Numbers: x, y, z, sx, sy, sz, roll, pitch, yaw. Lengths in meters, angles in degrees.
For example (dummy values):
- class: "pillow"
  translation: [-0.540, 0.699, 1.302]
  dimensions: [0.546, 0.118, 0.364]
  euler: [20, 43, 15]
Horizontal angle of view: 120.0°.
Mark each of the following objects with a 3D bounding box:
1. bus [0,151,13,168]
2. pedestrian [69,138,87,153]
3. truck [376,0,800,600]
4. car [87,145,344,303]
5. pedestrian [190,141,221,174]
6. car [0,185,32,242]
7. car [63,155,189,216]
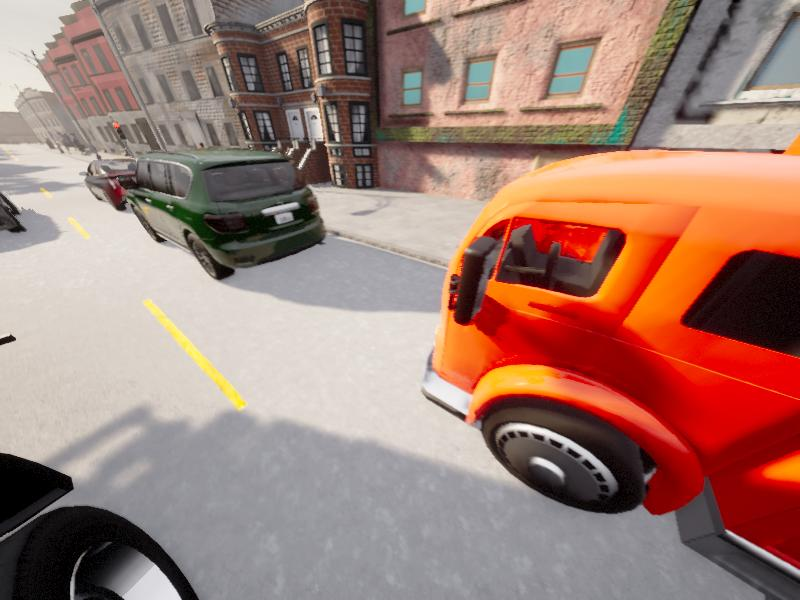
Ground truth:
- class: "bus"
  translation: [-34.430, -10.125, 14.321]
  dimensions: [3.944, 4.253, 10.273]
  euler: [-4, 36, -10]
- class: "pedestrian"
  translation: [-46.323, -22.222, 33.241]
  dimensions: [0.751, 1.860, 0.751]
  euler: [27, 43, 32]
- class: "truck"
  translation: [2.800, 0.460, 1.140]
  dimensions: [5.204, 2.467, 2.627]
  euler: [22, 41, 28]
- class: "car"
  translation: [-4.173, -2.212, 5.244]
  dimensions: [5.566, 2.045, 2.150]
  euler: [22, 41, 28]
- class: "pedestrian"
  translation: [-13.269, -9.736, 15.787]
  dimensions: [0.751, 1.860, 0.751]
  euler: [15, 38, 20]
- class: "car"
  translation: [-12.556, -2.663, 6.143]
  dimensions: [4.611, 1.667, 2.242]
  euler: [22, 41, 28]
- class: "car"
  translation: [-10.902, -4.723, 9.205]
  dimensions: [4.514, 1.525, 2.007]
  euler: [22, 41, 28]
